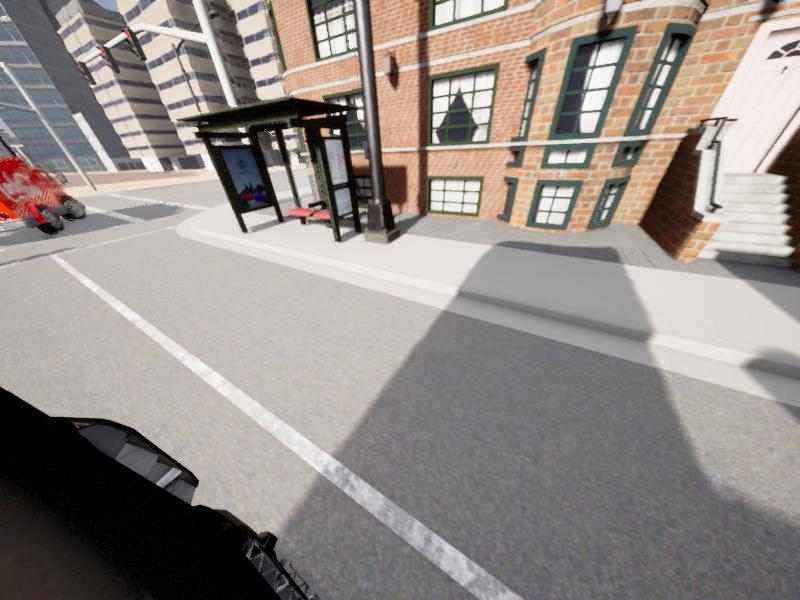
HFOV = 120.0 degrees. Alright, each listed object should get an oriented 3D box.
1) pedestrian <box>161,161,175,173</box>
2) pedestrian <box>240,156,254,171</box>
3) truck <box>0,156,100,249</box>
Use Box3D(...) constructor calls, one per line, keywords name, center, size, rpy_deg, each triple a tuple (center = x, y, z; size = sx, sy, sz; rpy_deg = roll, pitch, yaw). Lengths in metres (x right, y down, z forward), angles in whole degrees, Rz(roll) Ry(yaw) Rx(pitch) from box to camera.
Box3D(name="pedestrian", center=(-41.846, -24.005, 41.702), size=(0.751, 1.860, 0.751), rpy_deg=(11, 36, 20))
Box3D(name="pedestrian", center=(-21.926, -19.543, 33.140), size=(0.751, 1.860, 0.751), rpy_deg=(11, 36, 21))
Box3D(name="truck", center=(-14.826, -3.756, 8.566), size=(2.627, 2.467, 5.204), rpy_deg=(-24, 39, -25))
